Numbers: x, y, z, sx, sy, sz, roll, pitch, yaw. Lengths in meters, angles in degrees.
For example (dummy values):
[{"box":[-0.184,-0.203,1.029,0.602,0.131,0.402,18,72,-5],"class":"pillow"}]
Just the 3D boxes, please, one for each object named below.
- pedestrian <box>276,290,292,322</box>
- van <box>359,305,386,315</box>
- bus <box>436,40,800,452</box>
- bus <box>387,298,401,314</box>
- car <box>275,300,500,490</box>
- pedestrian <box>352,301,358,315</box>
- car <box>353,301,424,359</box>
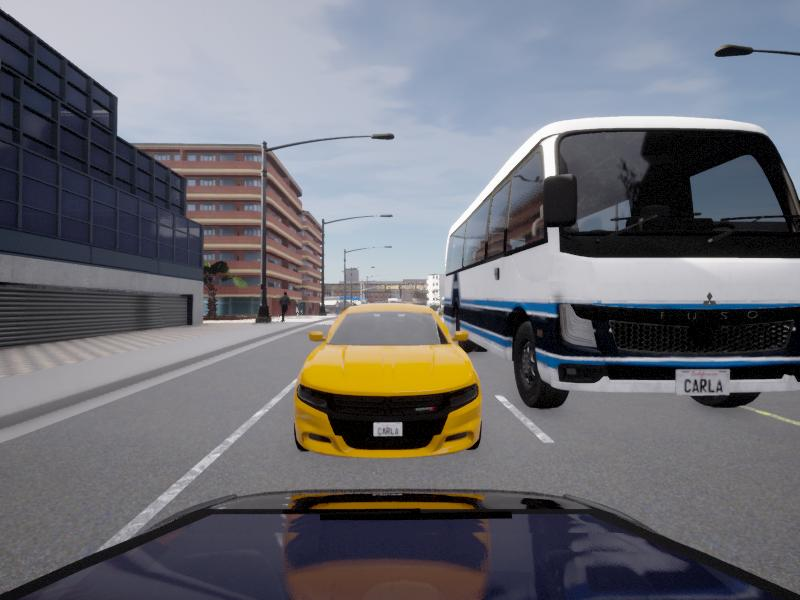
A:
[{"box":[-6.735,0.346,23.267,0.751,1.860,0.751,0,-1,-1],"class":"pedestrian"},{"box":[-6.963,2.379,99.555,6.366,2.431,2.351,0,-1,-16],"class":"van"},{"box":[3.384,-0.601,9.306,3.944,4.253,10.273,0,1,-1],"class":"bus"},{"box":[-1.775,1.702,112.782,3.944,4.253,10.273,0,-1,-1],"class":"bus"},{"box":[-0.158,0.790,5.854,1.882,1.535,5.008,0,1,-1],"class":"car"},{"box":[-5.982,1.125,53.581,0.751,1.860,0.751,0,-1,0],"class":"pedestrian"},{"box":[-0.325,0.768,12.619,1.812,1.442,4.674,0,1,-1],"class":"car"}]
